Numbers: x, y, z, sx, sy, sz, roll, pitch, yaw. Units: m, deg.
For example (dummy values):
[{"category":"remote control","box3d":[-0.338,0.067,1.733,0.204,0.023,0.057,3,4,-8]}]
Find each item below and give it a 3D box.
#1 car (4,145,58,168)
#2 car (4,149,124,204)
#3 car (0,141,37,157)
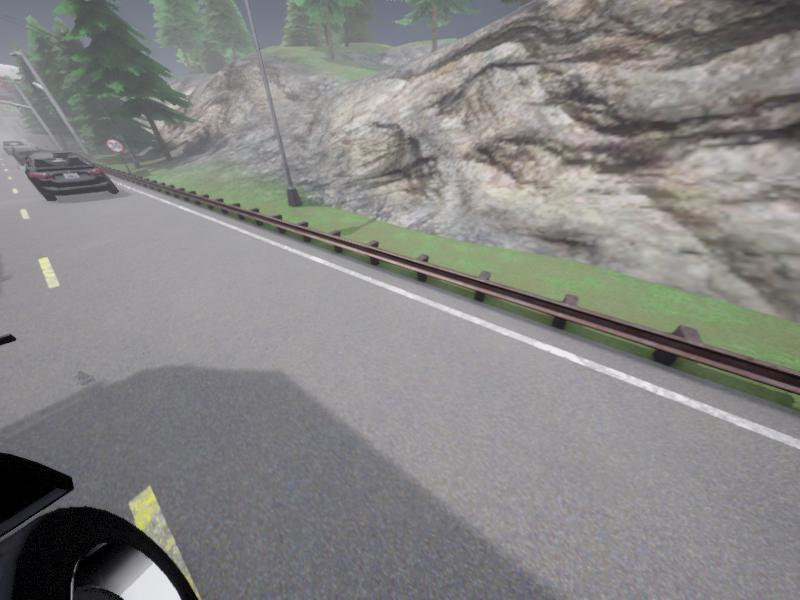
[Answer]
[{"category":"car","box3d":[-32.924,-12.845,20.593,4.892,1.490,1.837,22,40,27]},{"category":"car","box3d":[-15.409,-5.841,10.632,4.611,1.667,2.242,22,41,28]},{"category":"car","box3d":[-52.938,-20.970,31.930,4.611,1.667,2.242,22,41,28]}]
